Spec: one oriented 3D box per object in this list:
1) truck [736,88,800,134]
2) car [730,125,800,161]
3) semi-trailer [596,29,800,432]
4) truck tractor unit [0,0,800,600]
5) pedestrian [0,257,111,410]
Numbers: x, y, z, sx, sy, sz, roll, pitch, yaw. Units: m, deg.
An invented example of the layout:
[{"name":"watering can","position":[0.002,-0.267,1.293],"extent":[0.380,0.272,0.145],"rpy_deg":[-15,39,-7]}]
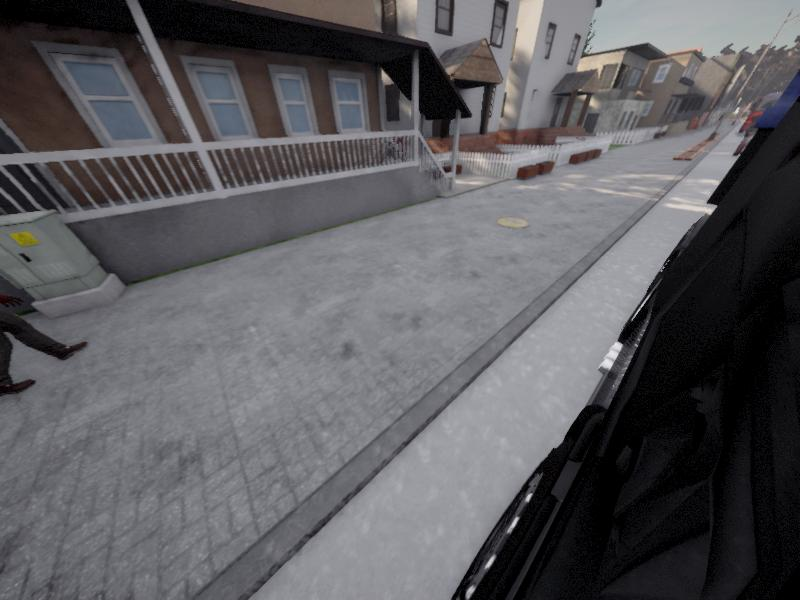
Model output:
[{"name":"truck","position":[43.514,-22.096,27.149],"extent":[8.468,3.827,2.891],"rpy_deg":[-28,44,-30]},{"name":"car","position":[21.306,-9.154,13.359],"extent":[4.181,1.385,1.994],"rpy_deg":[-28,44,-30]},{"name":"semi-trailer","position":[8.791,-3.543,4.130],"extent":[14.254,4.402,2.717],"rpy_deg":[-27,43,-29]},{"name":"truck tractor unit","position":[2.645,-0.295,0.352],"extent":[6.516,4.208,3.053],"rpy_deg":[-28,44,-30]},{"name":"pedestrian","position":[-4.010,0.050,2.054],"extent":[0.751,1.860,0.751],"rpy_deg":[8,38,13]}]
